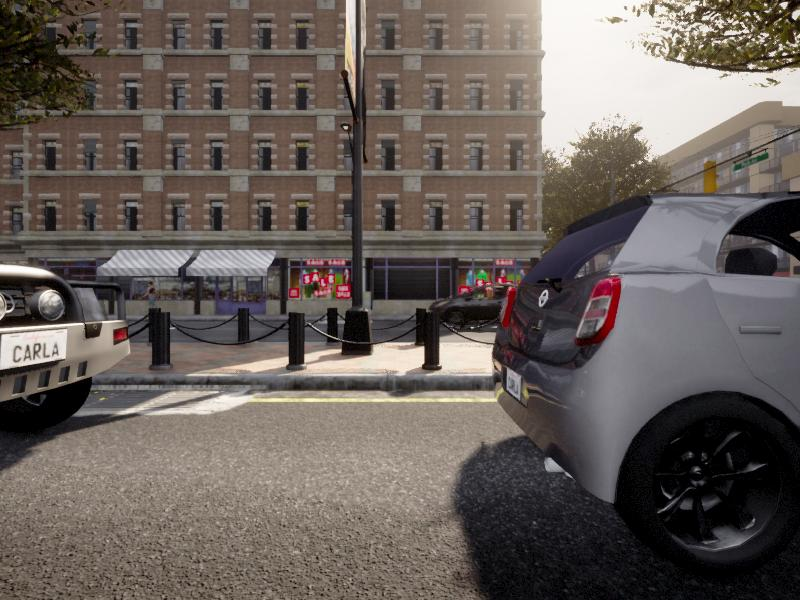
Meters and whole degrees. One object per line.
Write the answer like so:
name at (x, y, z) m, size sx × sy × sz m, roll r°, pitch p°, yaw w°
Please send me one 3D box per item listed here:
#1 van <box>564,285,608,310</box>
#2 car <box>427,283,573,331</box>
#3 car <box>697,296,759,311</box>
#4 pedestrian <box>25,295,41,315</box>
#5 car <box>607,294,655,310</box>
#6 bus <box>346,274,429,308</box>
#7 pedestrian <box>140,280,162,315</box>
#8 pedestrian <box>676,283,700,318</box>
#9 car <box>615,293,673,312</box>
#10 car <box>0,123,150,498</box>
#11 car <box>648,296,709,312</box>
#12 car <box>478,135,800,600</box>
van at (20.137, -0.280, 43.666) m, size 1.988 × 2.561 × 5.915 m, roll 0°, pitch 0°, yaw 0°
car at (3.218, 0.228, 13.646) m, size 4.514 × 1.525 × 2.007 m, roll 0°, pitch 0°, yaw 1°
car at (30.674, 0.339, 37.607) m, size 1.895 × 1.301 × 4.718 m, roll 0°, pitch 0°, yaw 0°
pedestrian at (-20.824, 0.268, 22.700) m, size 0.500 × 1.100 × 0.500 m, roll 0°, pitch 0°, yaw -1°
car at (23.652, 0.198, 41.198) m, size 1.801 × 1.575 × 5.366 m, roll 0°, pitch 0°, yaw 0°
bus at (-1.558, -1.130, 51.915) m, size 10.273 × 4.253 × 3.944 m, roll 0°, pitch 0°, yaw 0°
pedestrian at (-13.492, -0.113, 21.723) m, size 0.751 × 1.860 × 0.751 m, roll 0°, pitch 0°, yaw -3°
pedestrian at (15.677, 0.035, 21.777) m, size 0.751 × 1.860 × 0.751 m, roll 0°, pitch 0°, yaw 1°
car at (20.198, 0.244, 33.407) m, size 1.837 × 1.490 × 4.892 m, roll 0°, pitch -1°, yaw 0°
car at (-4.281, 0.053, 2.201) m, size 4.605 × 1.855 × 1.932 m, roll 0°, pitch 0°, yaw 0°
car at (23.693, 0.341, 34.300) m, size 1.895 × 1.301 × 4.718 m, roll 0°, pitch 0°, yaw 0°
car at (2.425, 0.226, 2.192) m, size 3.633 × 1.501 × 1.845 m, roll 0°, pitch 0°, yaw 0°
